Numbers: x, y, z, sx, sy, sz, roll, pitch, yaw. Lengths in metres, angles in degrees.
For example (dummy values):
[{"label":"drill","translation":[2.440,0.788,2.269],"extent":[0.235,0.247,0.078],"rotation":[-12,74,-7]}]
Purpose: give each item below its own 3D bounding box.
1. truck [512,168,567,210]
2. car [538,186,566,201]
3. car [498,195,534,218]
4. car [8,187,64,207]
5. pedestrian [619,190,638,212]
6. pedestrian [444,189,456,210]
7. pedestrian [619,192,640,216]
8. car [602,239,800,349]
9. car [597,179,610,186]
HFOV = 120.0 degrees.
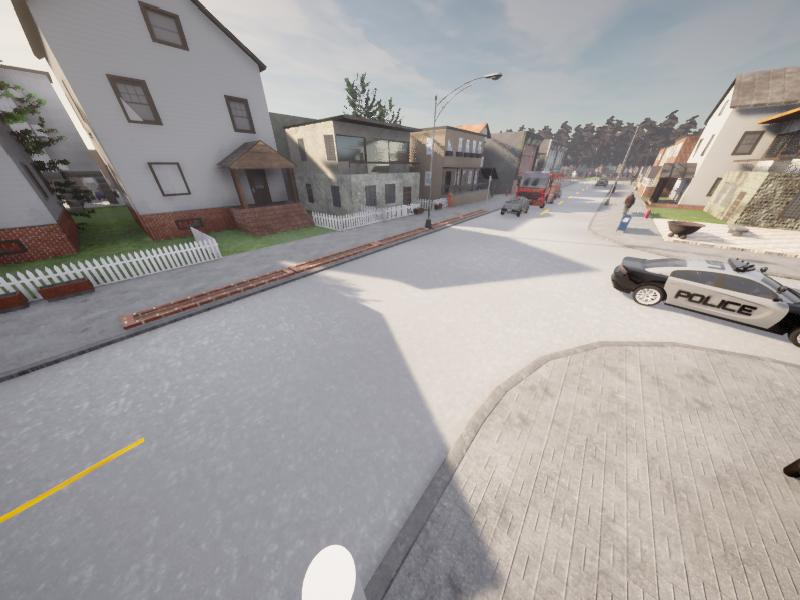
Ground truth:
[{"label":"truck","translation":[16.421,-13.181,27.013],"extent":[2.891,3.827,8.468],"rotation":[23,37,34]},{"label":"car","translation":[21.898,-15.423,33.238],"extent":[2.163,1.488,4.792],"rotation":[23,37,34]},{"label":"car","translation":[11.108,-9.025,22.085],"extent":[1.789,1.549,3.705],"rotation":[23,37,34]},{"label":"car","translation":[-43.673,-12.532,27.911],"extent":[2.242,1.667,4.611],"rotation":[-23,37,-34]},{"label":"pedestrian","translation":[22.369,-9.675,22.630],"extent":[0.751,1.860,0.751],"rotation":[23,37,34]},{"label":"pedestrian","translation":[5.155,-10.343,23.803],"extent":[0.751,1.860,0.751],"rotation":[25,38,36]},{"label":"pedestrian","translation":[20.834,-8.729,20.990],"extent":[0.751,1.860,0.751],"rotation":[26,39,37]},{"label":"car","translation":[9.794,-0.310,6.902],"extent":[5.238,1.638,1.930],"rotation":[26,39,38]},{"label":"car","translation":[50.640,-29.373,57.513],"extent":[1.994,1.385,4.181],"rotation":[23,37,34]}]
